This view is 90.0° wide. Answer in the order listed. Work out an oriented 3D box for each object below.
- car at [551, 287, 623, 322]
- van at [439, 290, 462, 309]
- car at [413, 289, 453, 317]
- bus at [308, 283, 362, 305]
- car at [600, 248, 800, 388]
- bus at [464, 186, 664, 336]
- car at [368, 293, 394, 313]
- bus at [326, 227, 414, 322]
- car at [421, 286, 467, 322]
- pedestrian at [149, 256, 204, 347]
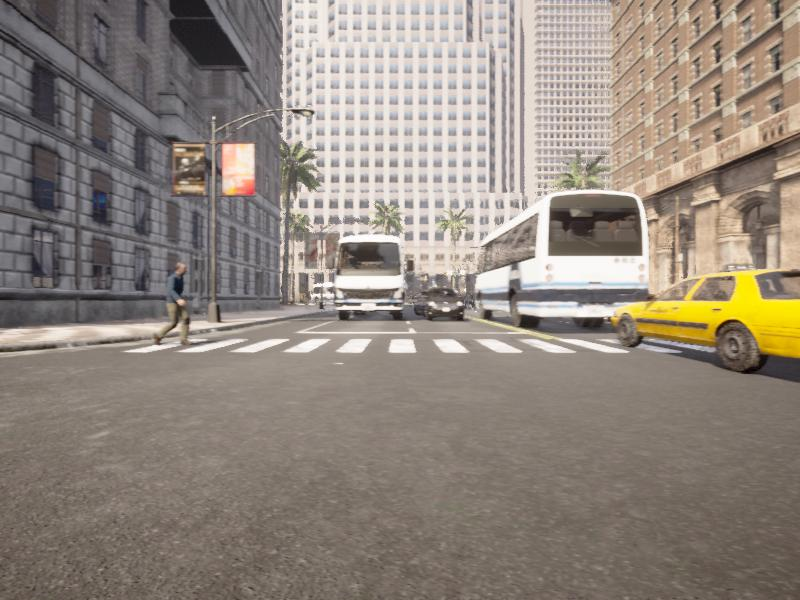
[{"bbox_3d":[9.062,0.217,19.701,1.789,1.549,3.705,0,0,0],"label":"car"},{"bbox_3d":[5.605,-0.026,45.292,2.069,2.038,4.480,0,0,0],"label":"van"},{"bbox_3d":[2.035,0.157,26.219,2.242,1.667,4.611,0,0,0],"label":"car"},{"bbox_3d":[-12.918,-1.143,80.239,10.273,4.253,3.944,0,0,0],"label":"bus"},{"bbox_3d":[5.513,0.203,6.766,1.801,1.575,5.366,0,0,3],"label":"car"},{"bbox_3d":[5.461,-1.129,16.451,3.944,4.253,10.273,0,0,0],"label":"bus"},{"bbox_3d":[-1.457,0.226,31.823,1.845,1.501,3.633,0,0,0],"label":"car"},{"bbox_3d":[-1.328,-1.132,23.074,3.944,4.253,10.273,0,0,0],"label":"bus"},{"bbox_3d":[2.062,0.189,19.916,1.851,1.617,3.988,0,0,0],"label":"car"},{"bbox_3d":[-4.755,0.036,8.558,0.751,1.860,0.751,0,0,1],"label":"pedestrian"}]
